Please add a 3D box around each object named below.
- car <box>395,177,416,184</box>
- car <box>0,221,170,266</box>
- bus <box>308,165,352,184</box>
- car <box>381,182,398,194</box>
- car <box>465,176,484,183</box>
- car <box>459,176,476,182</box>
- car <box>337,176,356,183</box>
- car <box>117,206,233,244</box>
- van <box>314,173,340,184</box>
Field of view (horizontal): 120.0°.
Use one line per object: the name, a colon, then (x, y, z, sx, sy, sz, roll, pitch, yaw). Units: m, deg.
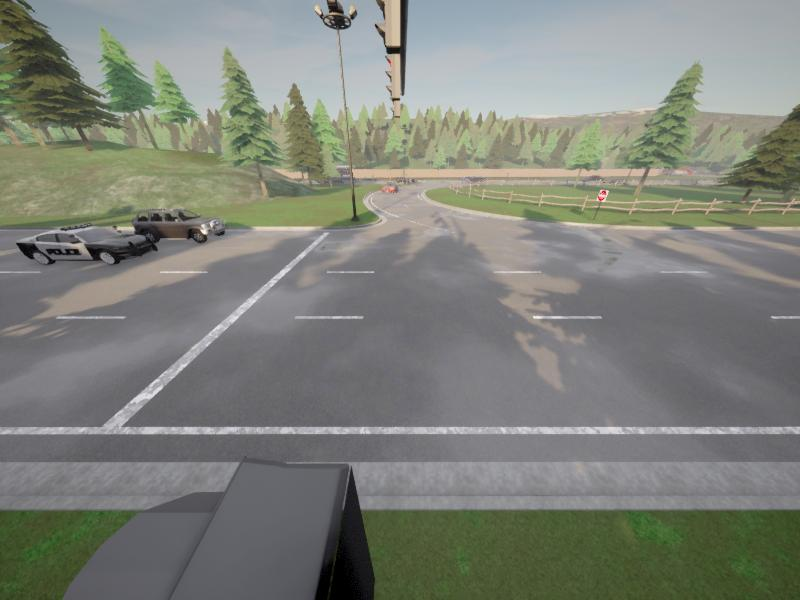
car: (1.418, -31.472, 60.875, 5.238, 1.638, 1.930, 0, 30, 0)
car: (-14.999, -2.797, 11.209, 5.238, 1.638, 1.930, 0, 30, 0)
bus: (-18.849, -34.253, 63.087, 10.273, 4.253, 3.944, 0, 30, 0)
car: (-1.746, -19.552, 40.201, 2.242, 1.667, 4.611, 4, 30, 7)
car: (20.565, -33.358, 63.908, 4.605, 1.855, 1.932, 0, 30, 0)
car: (20.480, -36.675, 70.075, 4.514, 1.525, 2.007, 0, 30, 0)
car: (-15.416, -34.932, 66.888, 5.027, 1.651, 2.152, 0, 30, 0)
car: (-13.467, -4.650, 14.181, 4.605, 1.855, 1.932, 0, 30, 0)
van: (-19.016, -31.826, 60.591, 5.915, 2.561, 1.988, 0, 30, 0)
